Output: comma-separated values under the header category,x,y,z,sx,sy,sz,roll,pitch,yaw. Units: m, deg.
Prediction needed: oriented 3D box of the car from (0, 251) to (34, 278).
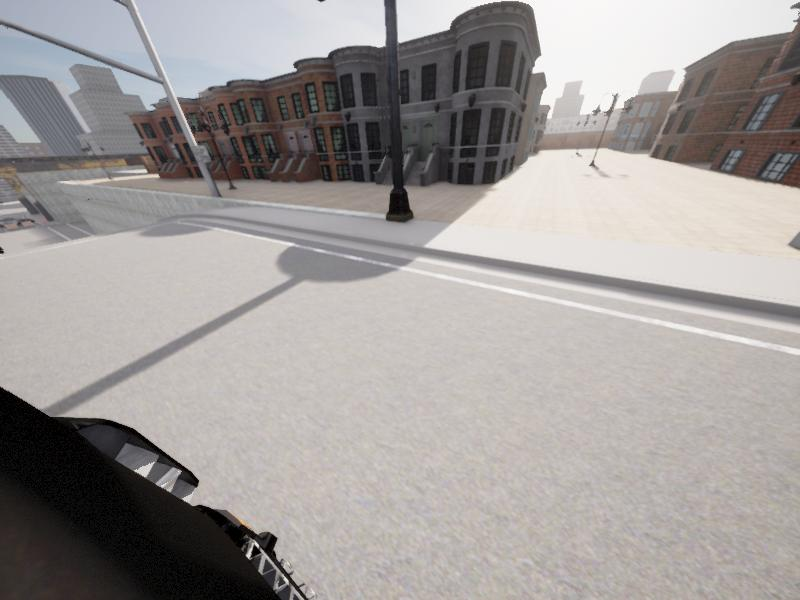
category,x,y,z,sx,sy,sz,roll,pitch,yaw
car,-38.275,-3.519,22.595,4.605,1.855,1.932,6,33,32

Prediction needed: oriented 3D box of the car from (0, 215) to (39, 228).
category,x,y,z,sx,sy,sz,roll,pitch,yaw
car,-79.807,-16.185,47.761,4.974,1.542,2.038,-20,37,-24

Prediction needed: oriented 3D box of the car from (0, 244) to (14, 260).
category,x,y,z,sx,sy,sz,roll,pitch,yaw
car,-17.657,-2.021,9.020,4.181,1.385,1.994,5,33,34
